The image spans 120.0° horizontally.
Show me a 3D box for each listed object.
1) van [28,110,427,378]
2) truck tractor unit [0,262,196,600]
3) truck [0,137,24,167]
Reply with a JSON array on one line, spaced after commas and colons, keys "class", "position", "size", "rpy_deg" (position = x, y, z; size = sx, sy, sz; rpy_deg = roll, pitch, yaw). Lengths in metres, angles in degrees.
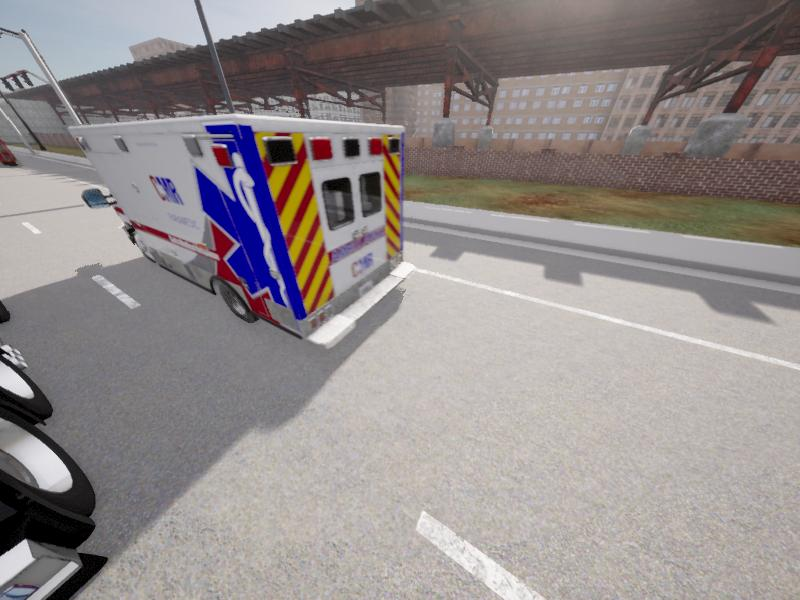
[{"class": "van", "position": [-2.996, -1.577, 4.155], "size": [6.366, 2.431, 2.351], "rpy_deg": [18, 39, 24]}, {"class": "truck tractor unit", "position": [-5.106, -0.307, 0.783], "size": [6.516, 4.208, 3.053], "rpy_deg": [19, 39, 24]}, {"class": "truck", "position": [-39.508, -14.552, 21.057], "size": [8.468, 3.827, 2.891], "rpy_deg": [18, 39, 23]}]
